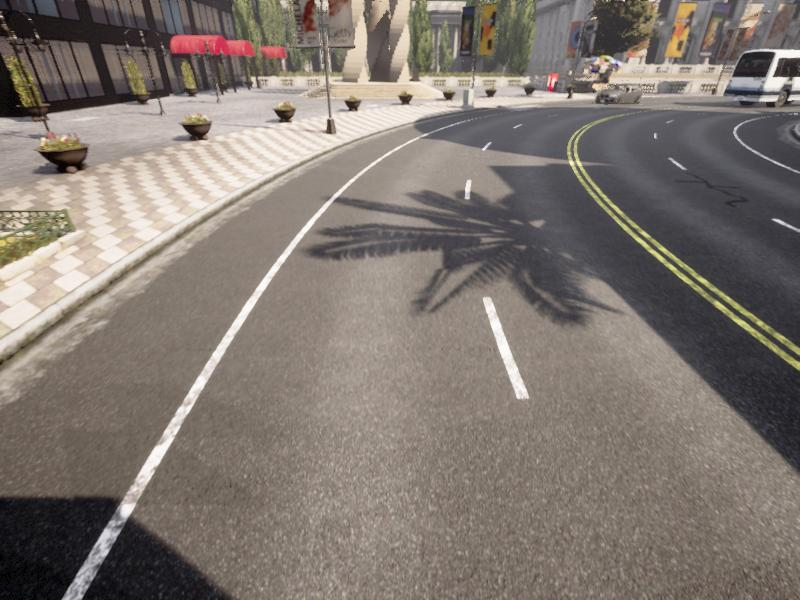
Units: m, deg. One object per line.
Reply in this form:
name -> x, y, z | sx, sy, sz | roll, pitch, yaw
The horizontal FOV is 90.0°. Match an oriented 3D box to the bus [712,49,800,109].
bus -> 33.975, -19.427, 35.159 | 10.273, 4.253, 3.944 | -9, 32, -16

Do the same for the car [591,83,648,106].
car -> 20.172, -18.925, 36.769 | 4.611, 1.667, 2.242 | -17, 35, -27

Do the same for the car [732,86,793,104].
car -> 35.460, -20.101, 39.170 | 4.181, 1.385, 1.994 | -6, 31, -10
